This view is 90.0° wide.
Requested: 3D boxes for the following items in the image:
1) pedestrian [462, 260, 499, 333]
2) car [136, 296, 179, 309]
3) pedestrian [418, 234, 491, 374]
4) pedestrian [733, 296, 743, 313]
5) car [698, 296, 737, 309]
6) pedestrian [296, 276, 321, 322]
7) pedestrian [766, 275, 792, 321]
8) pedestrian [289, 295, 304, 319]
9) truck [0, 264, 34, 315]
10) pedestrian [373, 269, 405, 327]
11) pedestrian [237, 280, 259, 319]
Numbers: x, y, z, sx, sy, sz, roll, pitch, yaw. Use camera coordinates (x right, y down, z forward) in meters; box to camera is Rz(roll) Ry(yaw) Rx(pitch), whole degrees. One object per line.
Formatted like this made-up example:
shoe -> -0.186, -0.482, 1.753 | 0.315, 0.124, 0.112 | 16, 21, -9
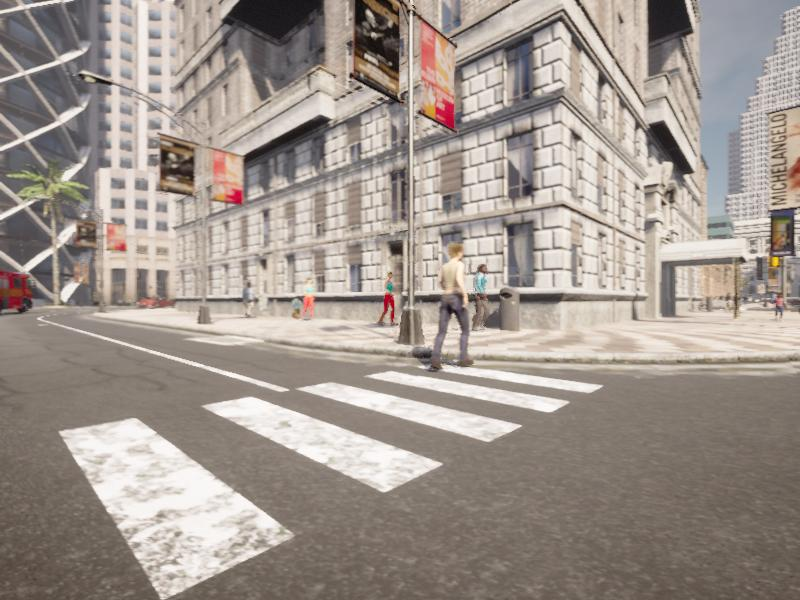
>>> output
pedestrian -> 2.174, -0.083, 10.736 | 0.751, 1.860, 0.751 | 0, 0, 33
car -> -32.123, 0.385, 53.257 | 2.152, 1.651, 5.027 | 0, 0, 8
pedestrian -> 0.793, 0.057, 5.838 | 0.751, 1.860, 0.751 | 0, 0, -44
pedestrian -> 22.472, 0.312, 26.596 | 0.500, 1.100, 0.500 | 0, 0, 43
car -> 38.689, 0.312, 48.807 | 3.633, 1.501, 1.845 | -1, 0, 43
pedestrian -> -3.814, -0.057, 16.725 | 0.751, 1.860, 0.751 | 0, 0, -45
pedestrian -> 15.720, -0.086, 16.610 | 0.751, 1.860, 0.751 | 0, 0, 41
pedestrian -> -4.814, 0.330, 18.626 | 0.500, 1.100, 0.500 | 0, 0, 44
truck -> -32.487, -0.778, 31.696 | 2.891, 3.827, 8.468 | 0, 0, -26
pedestrian -> -0.366, -0.072, 13.362 | 0.751, 1.860, 0.751 | 0, 0, 43
pedestrian -> -7.435, -0.044, 19.599 | 0.751, 1.860, 0.751 | 0, 0, 44
